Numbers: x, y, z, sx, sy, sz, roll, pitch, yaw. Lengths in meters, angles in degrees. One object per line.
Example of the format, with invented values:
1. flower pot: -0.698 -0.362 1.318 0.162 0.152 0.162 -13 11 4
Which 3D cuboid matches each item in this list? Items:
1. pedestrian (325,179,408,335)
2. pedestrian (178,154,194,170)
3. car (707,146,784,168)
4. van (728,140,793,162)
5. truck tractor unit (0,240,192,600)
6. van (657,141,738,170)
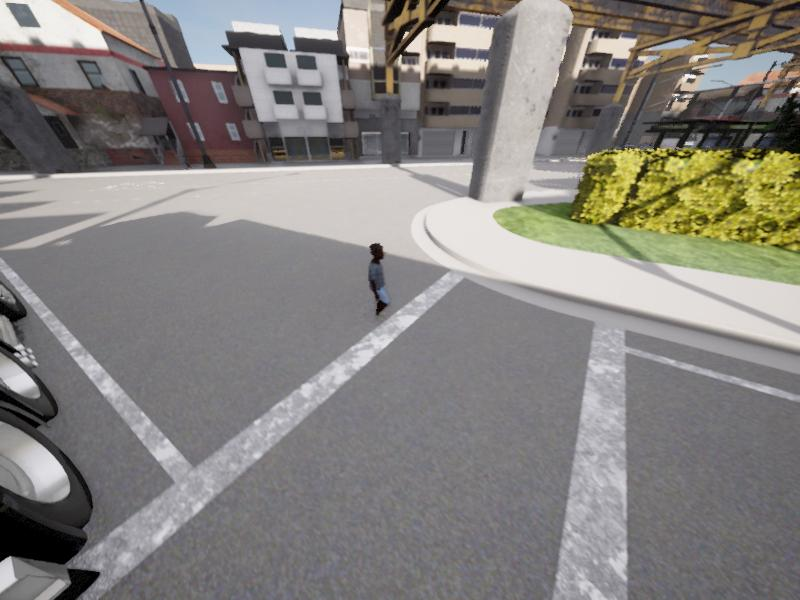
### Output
1. pedestrian: -0.313 -0.504 3.051 0.751 1.860 0.751 3 35 5
2. pedestrian: -18.370 -11.828 19.827 0.500 1.100 0.500 -11 36 -15
3. car: 33.136 -13.813 22.212 5.366 1.575 1.801 -9 36 -13
4. van: 42.165 -17.544 27.113 4.480 2.038 2.069 -9 36 -13
5. truck tractor unit: -5.075 -0.332 0.845 6.516 4.208 3.053 20 40 26
6. van: 26.287 -12.890 20.531 4.480 2.038 2.069 -9 36 -12
